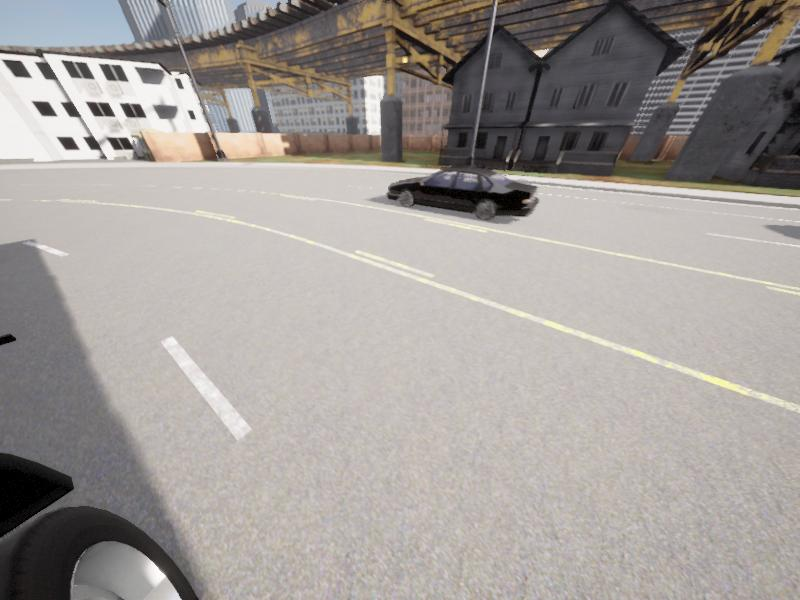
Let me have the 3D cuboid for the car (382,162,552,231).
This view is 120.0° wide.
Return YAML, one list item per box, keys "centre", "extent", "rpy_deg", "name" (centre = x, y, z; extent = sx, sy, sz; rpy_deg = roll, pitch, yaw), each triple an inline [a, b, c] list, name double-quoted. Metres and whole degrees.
- centre: [2.114, -3.996, 8.384]
  extent: [5.357, 1.411, 2.033]
  rpy_deg: [21, 40, 27]
  name: "car"
